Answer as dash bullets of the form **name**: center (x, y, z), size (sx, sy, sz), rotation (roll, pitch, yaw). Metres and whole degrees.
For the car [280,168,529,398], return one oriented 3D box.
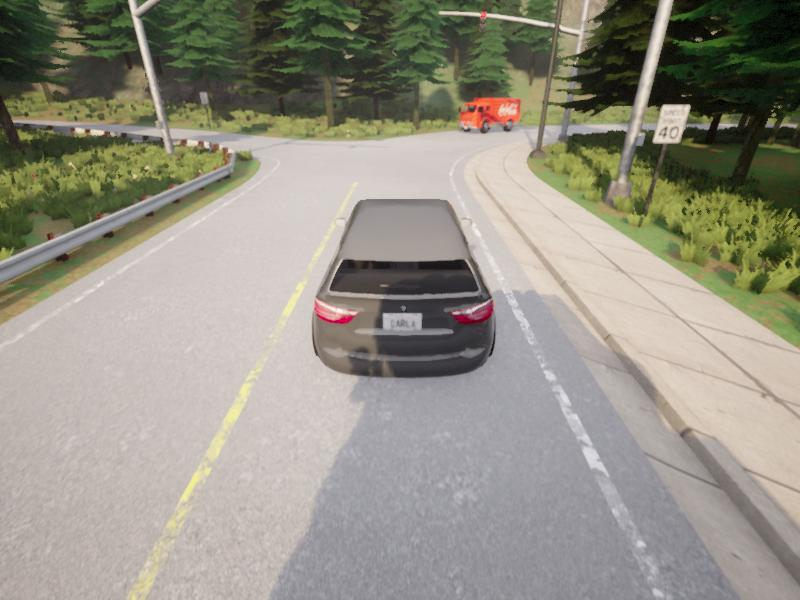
- **car**: center (0.050, -0.739, 6.039), size (2.242, 1.667, 4.611), rotation (0, 28, 0)

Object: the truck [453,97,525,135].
- **truck**: center (7.128, -14.818, 32.077), size (5.204, 2.467, 2.627), rotation (-20, 34, -33)
